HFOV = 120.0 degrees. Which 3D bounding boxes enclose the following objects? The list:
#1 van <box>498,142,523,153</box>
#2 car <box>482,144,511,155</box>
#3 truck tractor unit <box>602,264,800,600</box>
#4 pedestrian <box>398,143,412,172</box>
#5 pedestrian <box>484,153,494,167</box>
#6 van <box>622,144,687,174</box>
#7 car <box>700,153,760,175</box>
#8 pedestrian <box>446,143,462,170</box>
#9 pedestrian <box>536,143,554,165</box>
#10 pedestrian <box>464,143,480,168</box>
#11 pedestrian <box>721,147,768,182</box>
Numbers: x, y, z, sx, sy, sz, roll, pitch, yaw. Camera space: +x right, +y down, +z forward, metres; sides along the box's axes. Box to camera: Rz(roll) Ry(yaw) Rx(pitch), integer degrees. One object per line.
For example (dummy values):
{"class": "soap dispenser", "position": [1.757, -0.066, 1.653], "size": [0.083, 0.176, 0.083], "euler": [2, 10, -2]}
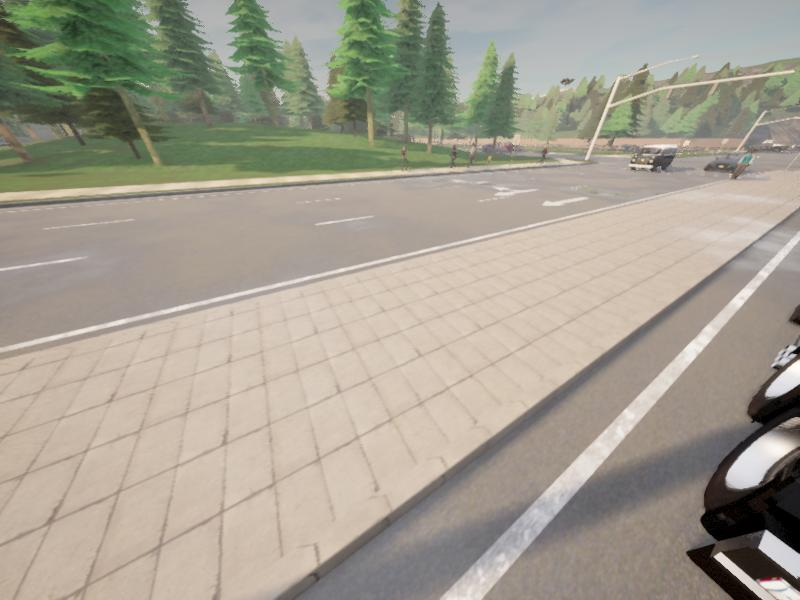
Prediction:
{"class": "van", "position": [23.987, -33.164, 50.189], "size": [1.775, 1.987, 4.442], "euler": [-18, 39, -24]}
{"class": "car", "position": [18.999, -29.952, 45.836], "size": [2.033, 1.649, 4.856], "euler": [-18, 39, -24]}
{"class": "truck tractor unit", "position": [5.113, -0.297, 0.790], "size": [6.516, 4.208, 3.053], "euler": [-18, 39, -24]}
{"class": "pedestrian", "position": [0.360, -11.019, 17.899], "size": [0.751, 1.860, 0.751], "euler": [-18, 39, -24]}
{"class": "pedestrian", "position": [8.365, -13.138, 21.690], "size": [0.500, 1.100, 0.500], "euler": [-18, 39, -25]}
{"class": "van", "position": [22.662, -12.637, 20.618], "size": [4.480, 2.038, 2.069], "euler": [-18, 39, -24]}
{"class": "car", "position": [29.679, -12.303, 20.794], "size": [4.181, 1.385, 1.994], "euler": [-17, 39, -24]}
{"class": "pedestrian", "position": [4.449, -11.887, 19.188], "size": [0.751, 1.860, 0.751], "euler": [-19, 39, -25]}
{"class": "pedestrian", "position": [15.074, -15.228, 24.096], "size": [0.751, 1.860, 0.751], "euler": [-14, 37, -20]}
{"class": "pedestrian", "position": [6.478, -12.986, 20.787], "size": [0.751, 1.860, 0.751], "euler": [-17, 39, -24]}
{"class": "pedestrian", "position": [21.848, -8.630, 14.696], "size": [0.751, 1.860, 0.751], "euler": [-18, 39, -24]}
